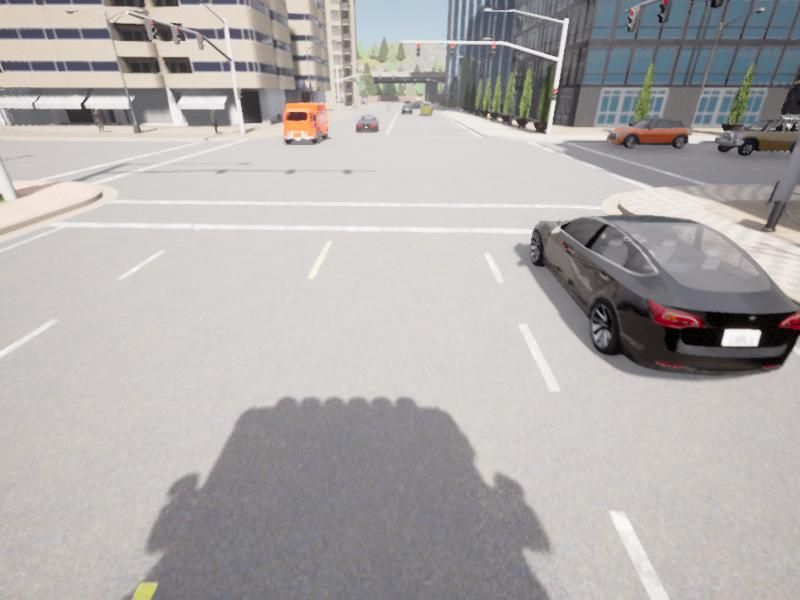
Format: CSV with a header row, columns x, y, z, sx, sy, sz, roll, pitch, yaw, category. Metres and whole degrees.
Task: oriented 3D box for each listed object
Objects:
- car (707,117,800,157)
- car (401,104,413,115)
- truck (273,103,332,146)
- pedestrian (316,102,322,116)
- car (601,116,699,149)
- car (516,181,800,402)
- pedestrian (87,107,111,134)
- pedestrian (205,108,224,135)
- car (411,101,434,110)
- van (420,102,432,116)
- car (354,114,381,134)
x,y,z,sx,sy,sz,roll,pitch,yaw,category
20.393,-9.074,22.238,4.605,1.855,1.932,1,27,1,car
1.231,-32.691,68.658,2.007,1.525,4.514,1,27,1,car
-6.521,-12.229,27.636,2.627,2.467,5.204,1,27,1,truck
-12.168,-28.783,60.223,0.751,1.860,0.751,-3,27,-7,pedestrian
15.764,-10.699,25.472,4.553,1.767,2.097,1,27,1,car
3.580,-0.629,6.256,2.163,1.488,4.792,1,27,1,car
-23.866,-14.253,31.735,0.751,1.860,0.751,8,28,15,pedestrian
-14.392,-13.917,31.129,0.751,1.860,0.751,3,27,5,pedestrian
5.011,-43.858,90.274,4.611,1.667,2.242,22,35,36,car
4.342,-31.270,65.398,1.775,1.987,4.442,3,27,5,van
-2.875,-15.968,36.231,1.994,1.385,4.181,1,27,1,car
